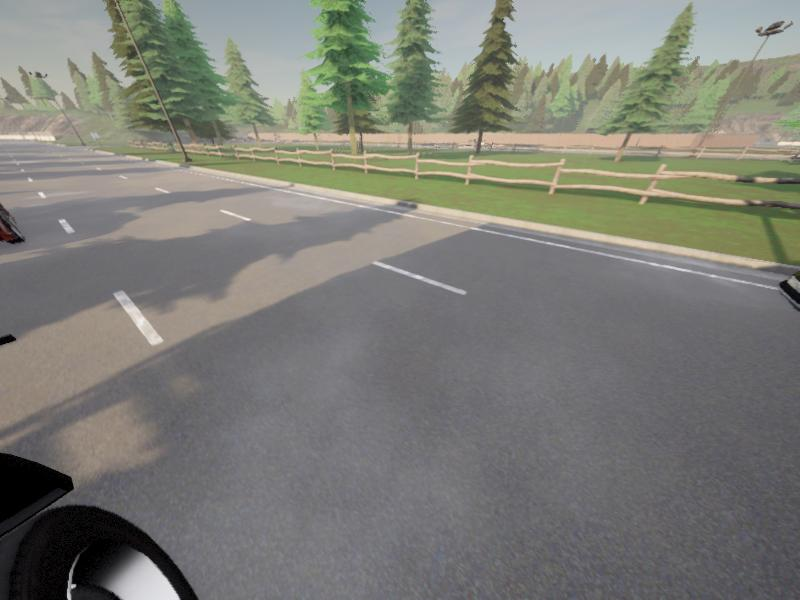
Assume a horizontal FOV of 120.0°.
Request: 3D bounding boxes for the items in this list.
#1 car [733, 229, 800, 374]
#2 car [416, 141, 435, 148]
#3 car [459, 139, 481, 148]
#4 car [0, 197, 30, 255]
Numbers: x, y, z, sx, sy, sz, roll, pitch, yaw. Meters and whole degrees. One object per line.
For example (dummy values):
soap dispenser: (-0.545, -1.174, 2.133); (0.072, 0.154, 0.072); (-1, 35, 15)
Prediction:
car: (7.344, 0.525, 1.823); (4.856, 1.649, 2.033); (22, 41, 28)
car: (6.168, -37.987, 56.409); (4.181, 1.385, 1.994); (22, 41, 28)
car: (17.167, -38.648, 57.027); (4.605, 1.855, 1.932); (23, 41, 27)
car: (-11.143, -2.019, 5.430); (4.181, 1.385, 1.994); (22, 41, 28)
